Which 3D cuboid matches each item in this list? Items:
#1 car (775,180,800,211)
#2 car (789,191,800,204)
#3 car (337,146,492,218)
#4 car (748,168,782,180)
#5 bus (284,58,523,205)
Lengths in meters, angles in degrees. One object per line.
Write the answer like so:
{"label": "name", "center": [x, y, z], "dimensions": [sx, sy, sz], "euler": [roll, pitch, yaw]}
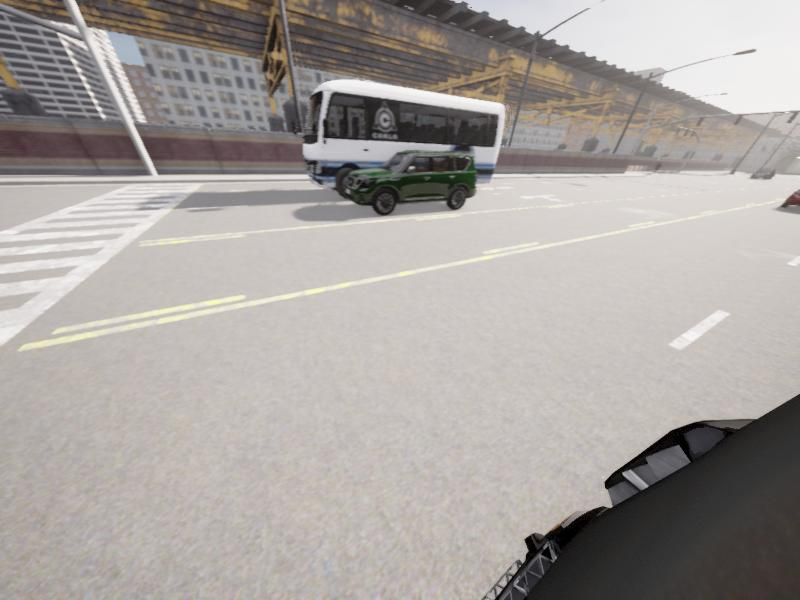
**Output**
{"label": "car", "center": [25.320, -6.278, 13.937], "dimensions": [3.633, 1.501, 1.845], "euler": [-14, 37, -23]}
{"label": "car", "center": [30.603, -7.623, 16.240], "dimensions": [4.611, 1.667, 2.242], "euler": [-14, 37, -23]}
{"label": "car", "center": [0.611, -4.841, 9.348], "dimensions": [5.566, 2.045, 2.150], "euler": [-14, 37, -23]}
{"label": "car", "center": [65.433, -22.636, 41.445], "dimensions": [4.856, 1.649, 2.033], "euler": [-14, 37, -23]}
{"label": "bus", "center": [0.357, -7.790, 11.741], "dimensions": [10.273, 4.253, 3.944], "euler": [-14, 37, -23]}
